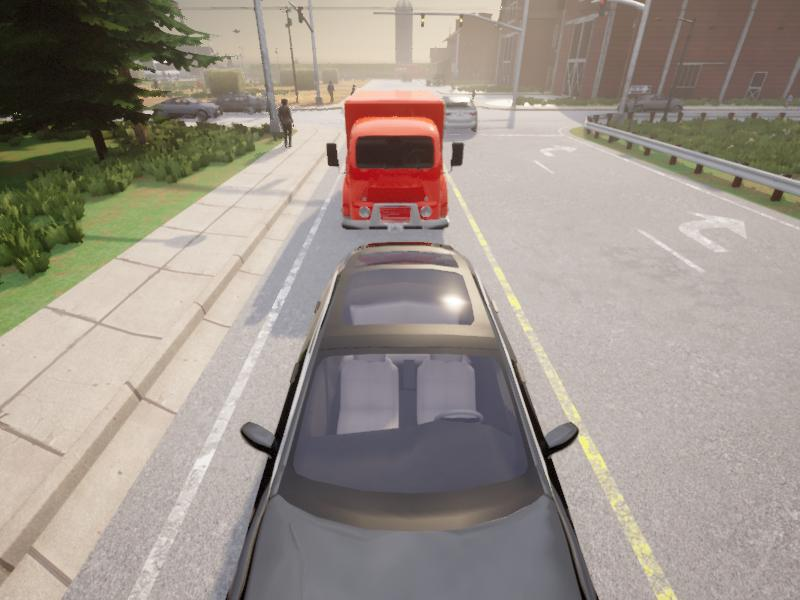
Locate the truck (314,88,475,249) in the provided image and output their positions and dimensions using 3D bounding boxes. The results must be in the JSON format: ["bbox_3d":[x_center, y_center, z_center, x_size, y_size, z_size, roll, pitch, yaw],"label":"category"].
[{"bbox_3d":[-0.134,-3.424,9.407,2.627,2.467,5.204,-1,31,-1],"label":"truck"}]

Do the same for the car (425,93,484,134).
[{"bbox_3d":[2.880,-10.617,22.569,2.242,1.667,4.611,-3,30,-5],"label":"car"}]

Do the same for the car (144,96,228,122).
[{"bbox_3d":[-13.946,-12.593,26.290,4.181,1.385,1.994,0,30,0],"label":"car"}]

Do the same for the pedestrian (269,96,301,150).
[{"bbox_3d":[-4.479,-6.928,15.696,0.751,1.860,0.751,3,30,5],"label":"pedestrian"}]

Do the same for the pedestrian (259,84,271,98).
[{"bbox_3d":[-14.149,-21.956,41.998,0.751,1.300,0.751,-26,39,-37],"label":"pedestrian"}]

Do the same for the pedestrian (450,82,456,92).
[{"bbox_3d":[6.817,-27.323,51.396,0.500,1.100,0.500,-5,31,-9],"label":"pedestrian"}]

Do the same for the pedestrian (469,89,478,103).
[{"bbox_3d":[6.635,-18.380,36.074,0.500,1.100,0.500,-19,35,-29],"label":"pedestrian"}]

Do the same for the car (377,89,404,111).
[{"bbox_3d":[-0.731,-16.710,33.303,1.994,1.385,4.181,1,30,2],"label":"car"}]

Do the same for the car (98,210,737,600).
[{"bbox_3d":[0.059,0.762,3.240,2.128,1.511,4.902,0,30,0],"label":"car"}]

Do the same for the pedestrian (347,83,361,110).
[{"bbox_3d":[-3.716,-16.461,32.351,0.751,1.860,0.751,-16,34,-26],"label":"pedestrian"}]

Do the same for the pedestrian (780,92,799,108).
[{"bbox_3d":[31.241,-16.021,32.093,0.500,1.100,0.500,-3,30,-6],"label":"pedestrian"}]

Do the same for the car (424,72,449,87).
[{"bbox_3d":[6.312,-37.966,68.884,1.905,1.878,3.866,-31,40,-33],"label":"car"}]

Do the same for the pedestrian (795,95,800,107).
[{"bbox_3d":[33.084,-16.618,32.364,0.751,1.860,0.751,3,30,4],"label":"pedestrian"}]

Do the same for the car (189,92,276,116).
[{"bbox_3d":[-12.157,-14.438,29.427,5.357,1.411,2.033,-1,30,-2],"label":"car"}]

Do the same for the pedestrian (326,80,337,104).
[{"bbox_3d":[-6.052,-18.400,35.357,0.751,1.860,0.751,-10,32,-17],"label":"pedestrian"}]

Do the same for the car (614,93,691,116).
[{"bbox_3d":[18.382,-14.346,29.305,4.181,1.385,1.994,0,30,0],"label":"car"}]
